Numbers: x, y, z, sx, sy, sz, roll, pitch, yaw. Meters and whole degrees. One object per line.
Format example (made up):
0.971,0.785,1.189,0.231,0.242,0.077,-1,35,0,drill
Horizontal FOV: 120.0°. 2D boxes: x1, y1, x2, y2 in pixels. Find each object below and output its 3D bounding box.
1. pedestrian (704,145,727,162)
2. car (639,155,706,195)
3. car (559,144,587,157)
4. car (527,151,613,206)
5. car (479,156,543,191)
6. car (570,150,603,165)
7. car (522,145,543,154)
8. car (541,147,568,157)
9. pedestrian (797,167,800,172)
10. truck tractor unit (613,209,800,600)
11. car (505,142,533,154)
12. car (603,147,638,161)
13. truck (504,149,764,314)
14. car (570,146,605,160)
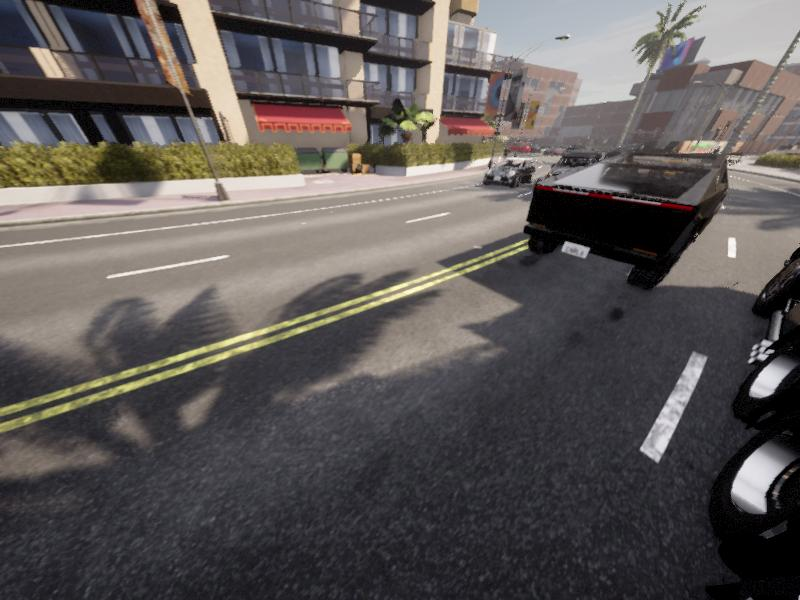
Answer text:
40.315,-18.759,29.557,0.751,1.860,0.751,6,35,8,pedestrian
16.085,-7.653,13.861,1.801,1.575,5.366,27,43,33,car
32.942,-28.617,44.094,1.905,1.878,3.866,-2,35,-4,car
8.215,-6.020,11.171,3.866,1.878,1.905,-28,44,-34,car
6.878,-7.887,14.236,1.970,1.475,3.806,30,44,35,car
23.776,-18.356,29.616,1.994,1.385,4.181,11,36,16,car
30.611,-34.883,53.463,1.789,1.549,3.705,-11,36,-16,car
29.461,-28.397,44.215,1.994,1.385,4.181,-2,35,-3,car
35.796,-12.058,19.811,0.751,1.860,0.751,19,39,25,pedestrian
5.018,-0.381,0.914,6.516,4.208,3.053,-22,41,-28,truck tractor unit
27.165,-34.810,52.909,2.150,2.045,5.566,-12,37,-17,car
32.390,-21.562,34.110,1.851,1.617,3.988,6,35,9,car
5.651,-2.235,5.485,6.274,2.098,2.390,-23,41,-29,truck
29.245,-23.055,36.199,2.242,1.667,4.611,5,35,7,car
